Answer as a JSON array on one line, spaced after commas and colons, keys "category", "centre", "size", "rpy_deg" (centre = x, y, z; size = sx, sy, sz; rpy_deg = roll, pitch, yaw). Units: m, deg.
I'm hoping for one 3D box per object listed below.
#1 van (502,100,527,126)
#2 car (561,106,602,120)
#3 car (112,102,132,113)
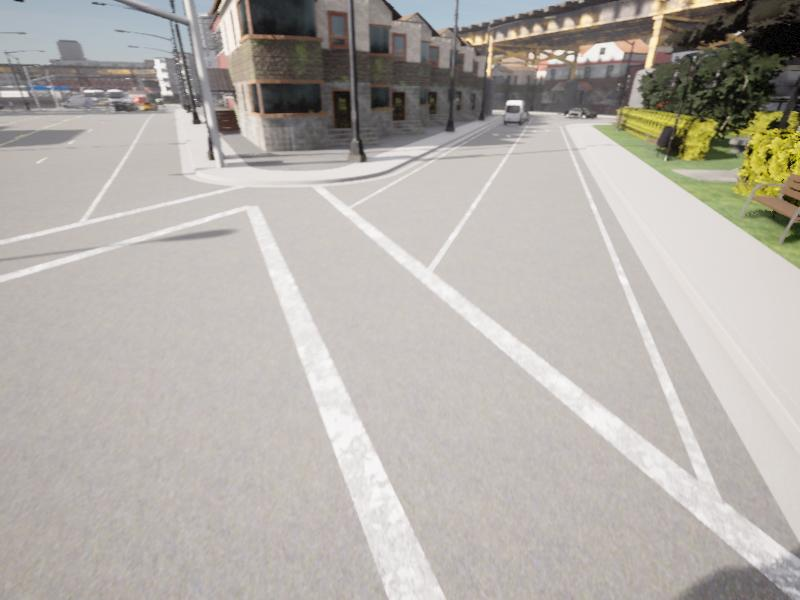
[{"category": "van", "centre": [13.628, -22.128, 47.240], "size": [1.988, 2.561, 5.915], "rpy_deg": [9, 28, 17]}, {"category": "car", "centre": [26.519, -27.423, 58.656], "size": [1.930, 1.638, 5.238], "rpy_deg": [-13, 30, -23]}, {"category": "car", "centre": [-45.659, -31.704, 65.724], "size": [1.882, 1.535, 5.008], "rpy_deg": [-13, 29, -24]}]
